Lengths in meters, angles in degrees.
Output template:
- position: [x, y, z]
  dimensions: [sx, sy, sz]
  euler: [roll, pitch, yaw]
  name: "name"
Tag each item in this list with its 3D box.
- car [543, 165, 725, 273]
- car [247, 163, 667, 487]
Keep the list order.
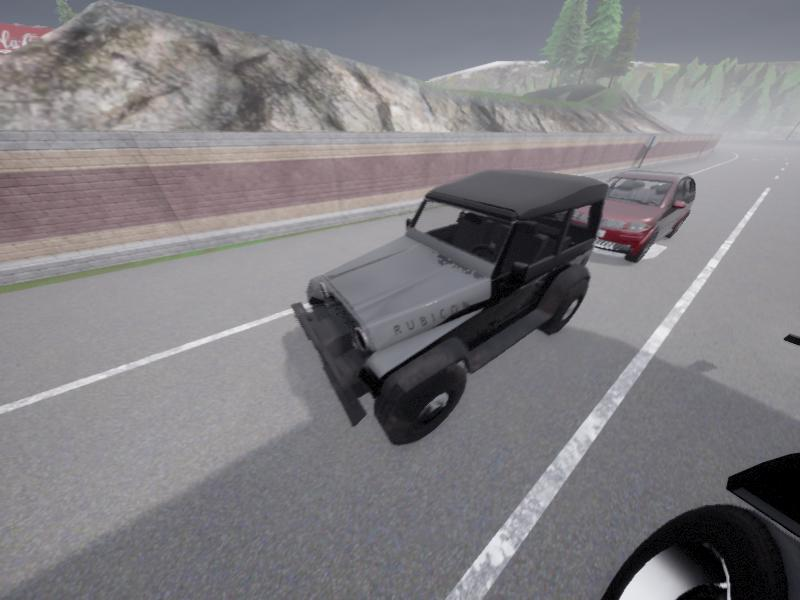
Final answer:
- position: [5.642, -2.217, 5.641]
  dimensions: [3.705, 1.549, 1.789]
  euler: [-22, 41, -28]
  name: "car"
- position: [0.799, -0.392, 2.811]
  dimensions: [3.866, 1.878, 1.905]
  euler: [-22, 41, -28]
  name: "car"
